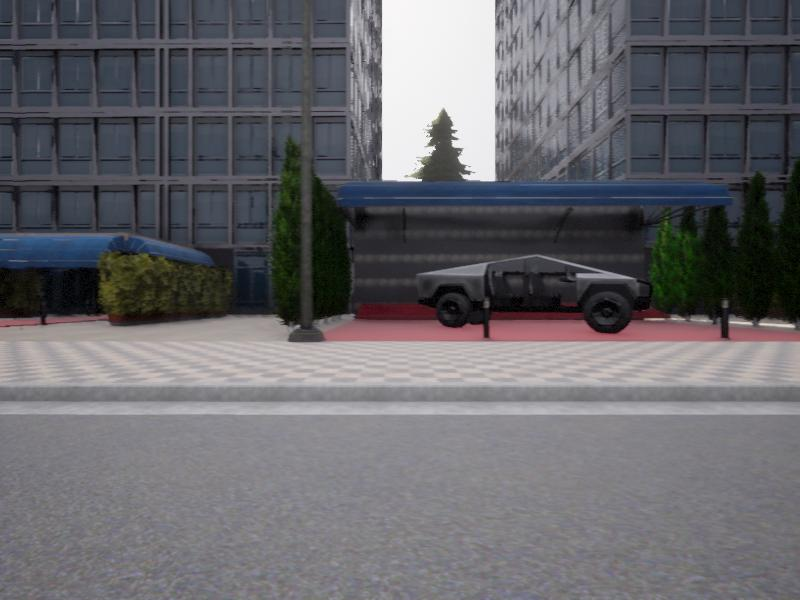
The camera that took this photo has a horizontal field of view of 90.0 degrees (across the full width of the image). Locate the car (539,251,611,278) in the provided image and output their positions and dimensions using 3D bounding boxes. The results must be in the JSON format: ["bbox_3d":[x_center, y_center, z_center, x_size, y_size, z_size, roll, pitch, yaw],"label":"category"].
[{"bbox_3d":[4.905,-0.947,11.132,1.642,0.535,1.750,0,0,31],"label":"car"}]

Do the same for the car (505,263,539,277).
[{"bbox_3d":[3.890,-0.951,12.756,1.022,0.378,0.154,0,0,31],"label":"car"}]

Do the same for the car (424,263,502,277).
[{"bbox_3d":[2.033,-0.934,12.825,1.999,0.276,1.653,0,0,31],"label":"car"}]

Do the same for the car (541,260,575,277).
[{"bbox_3d":[4.813,-0.940,12.189,0.945,0.468,0.156,0,0,31],"label":"car"}]

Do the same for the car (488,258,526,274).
[{"bbox_3d":[2.993,-0.951,11.233,1.022,0.378,0.154,0,0,31],"label":"car"}]

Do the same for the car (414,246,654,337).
[{"bbox_3d":[3.735,-0.198,11.821,6.274,2.098,2.390,0,0,31],"label":"car"}]

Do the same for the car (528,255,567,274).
[{"bbox_3d":[3.936,-0.940,10.700,0.945,0.468,0.156,0,0,31],"label":"car"}]
